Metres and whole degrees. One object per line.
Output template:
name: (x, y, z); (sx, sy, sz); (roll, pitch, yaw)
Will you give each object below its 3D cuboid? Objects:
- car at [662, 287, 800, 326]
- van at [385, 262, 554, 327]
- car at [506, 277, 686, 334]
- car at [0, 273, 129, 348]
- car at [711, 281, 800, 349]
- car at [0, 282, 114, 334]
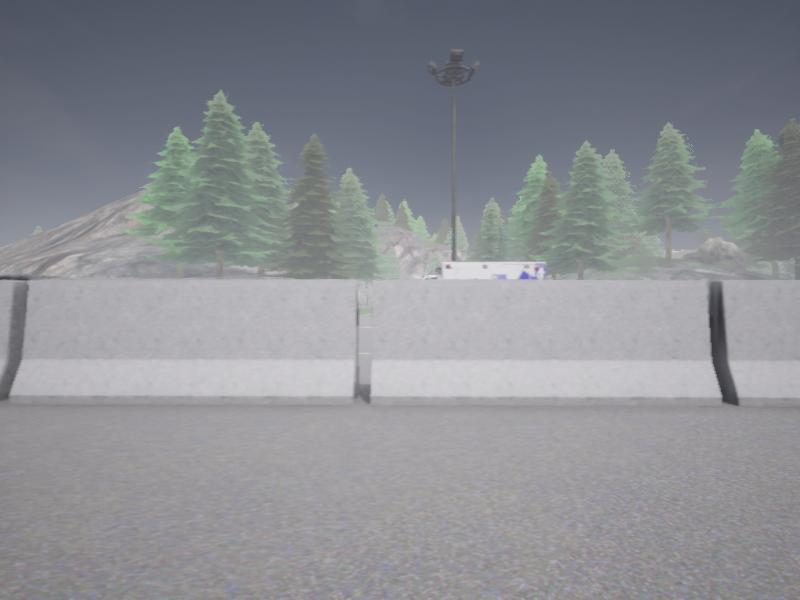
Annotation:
car: (13.650, 0.244, 16.198); (4.892, 1.490, 1.837); (0, 0, 0)
van: (2.607, -0.222, 16.202); (6.366, 2.431, 2.351); (0, 0, 0)
car: (5.975, 0.157, 12.698); (4.611, 1.667, 2.242); (0, 0, 0)
car: (-8.710, 0.217, 9.202); (3.705, 1.549, 1.789); (0, 0, 0)
car: (10.017, 0.308, 9.200); (4.181, 1.385, 1.994); (0, 0, 0)
car: (-12.071, 0.228, 12.701); (4.514, 1.525, 2.007); (0, 0, 0)
